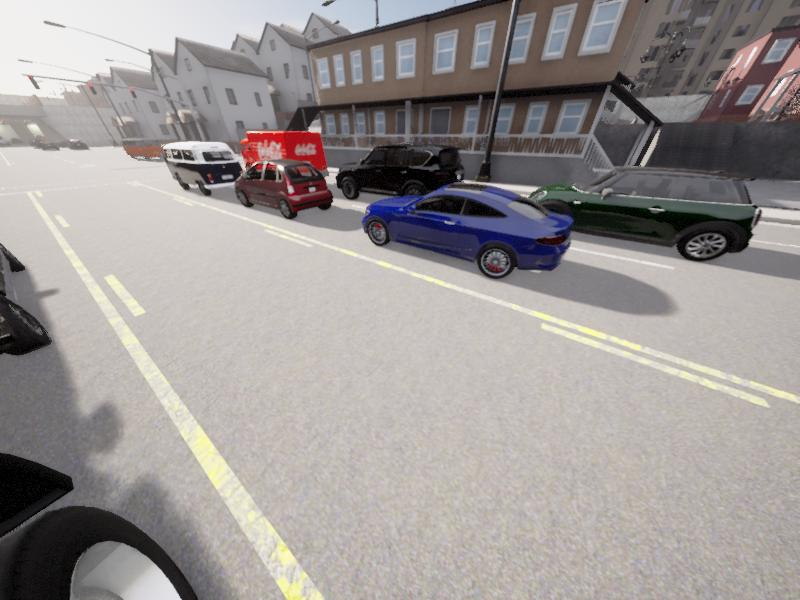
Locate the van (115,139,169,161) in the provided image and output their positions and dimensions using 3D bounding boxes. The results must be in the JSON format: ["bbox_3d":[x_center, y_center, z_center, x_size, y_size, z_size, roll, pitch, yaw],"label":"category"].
[{"bbox_3d":[-29.039,-16.989,26.061,4.442,1.987,1.775,13,37,18],"label":"van"}]

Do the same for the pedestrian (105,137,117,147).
[{"bbox_3d":[-61.608,-33.681,49.270,0.751,1.860,0.751,21,40,26],"label":"pedestrian"}]

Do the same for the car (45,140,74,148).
[{"bbox_3d":[-75.975,-34.854,51.485,4.674,1.442,1.812,12,37,15],"label":"car"}]

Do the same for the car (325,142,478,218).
[{"bbox_3d":[-0.139,-5.091,9.350,5.566,2.045,2.150,22,41,28],"label":"car"}]

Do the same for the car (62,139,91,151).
[{"bbox_3d":[-62.059,-29.809,44.352,4.611,1.667,2.242,22,41,28],"label":"car"}]

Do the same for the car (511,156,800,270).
[{"bbox_3d":[5.820,-2.605,6.091,4.553,1.767,2.097,22,41,28],"label":"car"}]

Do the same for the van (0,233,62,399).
[{"bbox_3d":[-6.862,-0.682,2.592,5.915,2.561,1.988,20,40,28],"label":"van"}]

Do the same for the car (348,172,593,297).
[{"bbox_3d":[1.232,-1.849,5.285,4.674,1.442,1.812,22,41,28],"label":"car"}]

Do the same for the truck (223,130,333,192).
[{"bbox_3d":[-6.664,-7.819,12.800,5.204,2.467,2.627,23,41,29],"label":"truck"}]

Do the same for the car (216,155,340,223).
[{"bbox_3d":[-4.404,-4.191,8.421,3.988,1.617,1.851,22,41,28],"label":"car"}]

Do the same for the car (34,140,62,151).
[{"bbox_3d":[-64.199,-28.180,42.104,4.514,1.525,2.007,22,41,28],"label":"car"}]

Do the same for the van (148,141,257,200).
[{"bbox_3d":[-9.454,-6.400,11.137,4.480,2.038,2.069,22,41,27],"label":"van"}]

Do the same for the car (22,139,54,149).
[{"bbox_3d":[-75.428,-32.622,48.154,5.238,1.638,1.930,15,38,20],"label":"car"}]
